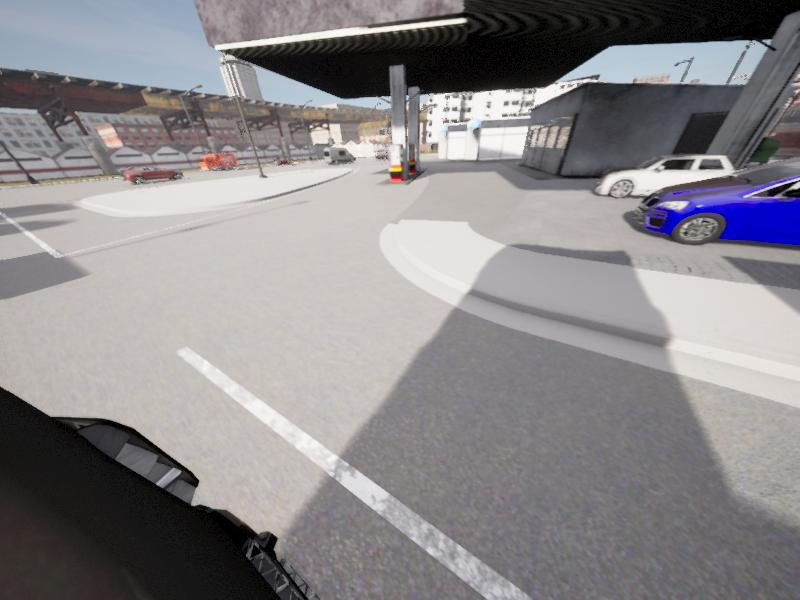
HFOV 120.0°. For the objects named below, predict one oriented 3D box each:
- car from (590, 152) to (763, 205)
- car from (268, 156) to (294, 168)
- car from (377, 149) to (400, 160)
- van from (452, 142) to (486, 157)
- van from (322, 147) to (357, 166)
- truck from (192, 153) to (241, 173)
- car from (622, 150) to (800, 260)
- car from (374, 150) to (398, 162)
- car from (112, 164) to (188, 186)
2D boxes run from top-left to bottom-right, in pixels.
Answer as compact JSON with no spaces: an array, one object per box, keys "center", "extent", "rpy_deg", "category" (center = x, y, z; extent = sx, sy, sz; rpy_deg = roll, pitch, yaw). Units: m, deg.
[{"center":[10.297,-4.900,9.195],"extent":[3.806,1.475,1.970],"rpy_deg":[16,38,26],"category":"car"},{"center":[-22.465,-26.147,43.688],"extent":[1.789,1.549,3.705],"rpy_deg":[13,38,25],"category":"car"},{"center":[-2.468,-31.540,50.188],"extent":[4.553,1.767,2.097],"rpy_deg":[-18,36,-21],"category":"car"},{"center":[14.790,-32.481,49.789],"extent":[6.366,2.431,2.351],"rpy_deg":[-2,33,1],"category":"van"},{"center":[-10.657,-25.736,41.332],"extent":[1.988,2.561,5.915],"rpy_deg":[22,40,33],"category":"van"},{"center":[-30.286,-22.815,38.387],"extent":[2.627,2.467,5.204],"rpy_deg":[12,37,20],"category":"truck"},{"center":[8.071,-2.007,4.691],"extent":[4.611,1.667,2.242],"rpy_deg":[16,38,26],"category":"car"},{"center":[-2.736,-29.185,46.788],"extent":[1.930,1.638,5.238],"rpy_deg":[18,39,30],"category":"car"},{"center":[-27.199,-13.848,25.393],"extent":[2.152,1.651,5.027],"rpy_deg":[17,38,27],"category":"car"}]
